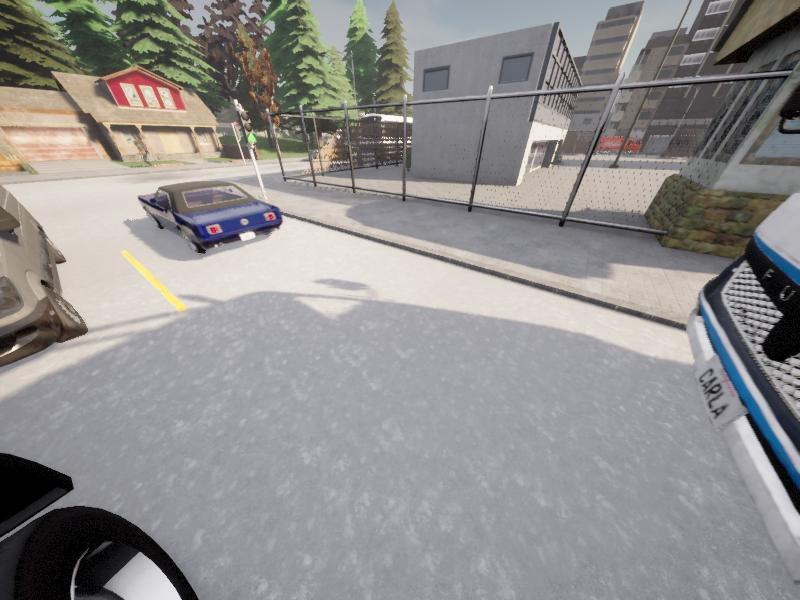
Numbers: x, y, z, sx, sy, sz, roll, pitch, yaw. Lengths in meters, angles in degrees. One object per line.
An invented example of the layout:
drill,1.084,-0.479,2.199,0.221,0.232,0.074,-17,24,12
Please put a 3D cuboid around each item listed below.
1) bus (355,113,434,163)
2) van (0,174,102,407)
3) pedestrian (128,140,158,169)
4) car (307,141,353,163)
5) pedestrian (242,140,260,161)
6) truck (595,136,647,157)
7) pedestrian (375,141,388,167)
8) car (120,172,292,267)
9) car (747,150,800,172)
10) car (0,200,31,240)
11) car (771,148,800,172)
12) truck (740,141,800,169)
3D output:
bus,-0.194,-19.865,28.436,3.944,4.253,10.273,22,41,28
van,-6.593,-0.861,2.900,5.915,2.561,1.988,24,41,30
pedestrian,-20.271,-11.491,18.252,0.751,1.860,0.751,20,40,26
car,-7.774,-16.797,26.079,1.932,1.855,4.605,22,40,27
pedestrian,-15.589,-15.657,24.198,0.751,1.860,0.751,24,42,30
truck,34.679,-24.311,36.518,5.204,2.467,2.627,23,41,28
pedestrian,-1.591,-12.650,20.013,0.751,1.860,0.751,23,41,28
car,-5.323,-2.487,6.286,4.718,1.301,1.895,23,41,29
car,33.998,-11.562,19.226,5.357,1.415,2.033,23,41,28
car,-12.386,-2.484,6.007,3.705,1.549,1.789,15,38,20
car,33.736,-11.569,19.109,1.789,1.547,3.705,23,41,28
truck,36.438,-13.608,21.606,4.478,2.038,2.069,23,41,28
